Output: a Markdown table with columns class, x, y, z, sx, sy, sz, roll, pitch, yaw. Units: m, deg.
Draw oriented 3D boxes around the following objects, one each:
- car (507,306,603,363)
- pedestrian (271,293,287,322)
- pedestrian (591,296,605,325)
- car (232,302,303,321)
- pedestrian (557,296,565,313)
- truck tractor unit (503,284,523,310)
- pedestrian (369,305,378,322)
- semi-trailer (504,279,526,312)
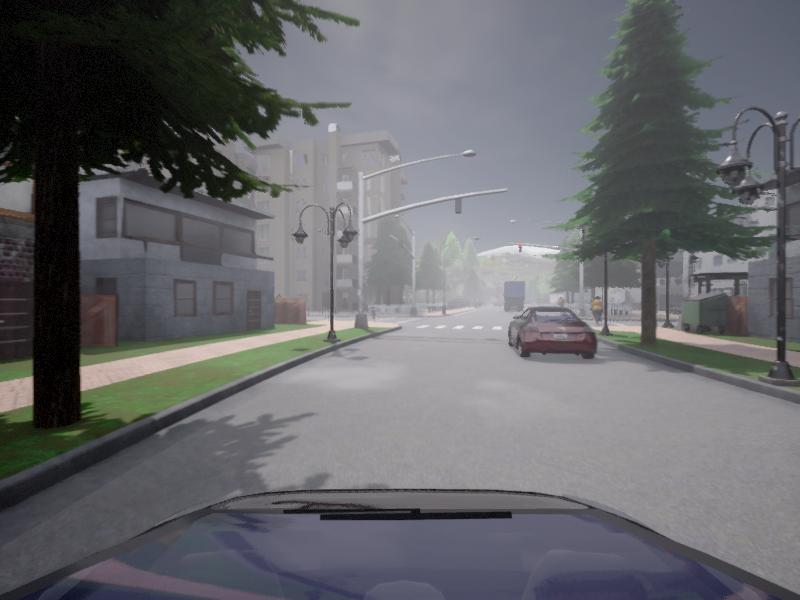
| class | x | y | z | sx | sy | sz | roll | pitch | yaw |
| --- | --- | --- | --- | --- | --- | --- | --- | --- | --- |
| car | 4.514 | 0.908 | 12.332 | 1.994 | 1.385 | 4.181 | 0 | 0 | 10 |
| pedestrian | -7.828 | 0.503 | 25.916 | 0.751 | 1.860 | 0.751 | 0 | 0 | 5 |
| pedestrian | 12.735 | 0.657 | 25.732 | 0.751 | 1.860 | 0.751 | 0 | 0 | 34 |
| car | -10.905 | 0.913 | 32.904 | 5.357 | 1.411 | 2.033 | 0 | 0 | 18 |
| pedestrian | 17.859 | 0.519 | 44.405 | 0.751 | 1.860 | 0.751 | 0 | 0 | 30 |
| truck tractor unit | 19.027 | -0.480 | 67.447 | 3.053 | 4.208 | 6.516 | 0 | 0 | 15 |
| pedestrian | -1.756 | 0.906 | 26.536 | 0.500 | 1.100 | 0.500 | 0 | 0 | 3 |
| semi-trailer | 17.019 | -0.582 | 59.793 | 2.717 | 4.402 | 14.254 | 0 | 0 | 15 |
